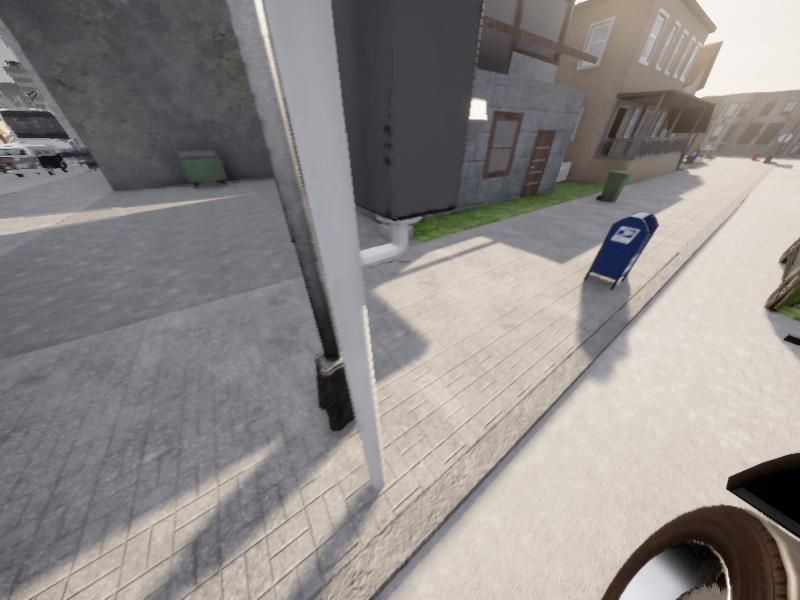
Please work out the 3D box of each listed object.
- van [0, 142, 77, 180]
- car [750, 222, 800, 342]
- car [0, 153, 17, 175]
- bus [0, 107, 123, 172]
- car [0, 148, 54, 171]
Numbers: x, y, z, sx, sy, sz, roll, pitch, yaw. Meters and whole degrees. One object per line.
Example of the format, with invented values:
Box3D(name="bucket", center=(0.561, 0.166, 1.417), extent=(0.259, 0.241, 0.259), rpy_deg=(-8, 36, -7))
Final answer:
Box3D(name="van", center=(-26.965, -10.366, 17.046), extent=(2.069, 2.038, 4.480), rpy_deg=(-22, 41, -28))
Box3D(name="car", center=(7.490, -0.542, 3.287), extent=(4.514, 1.525, 2.007), rpy_deg=(-22, 41, -28))
Box3D(name="car", center=(-31.742, -9.987, 17.130), extent=(1.994, 1.385, 4.181), rpy_deg=(-23, 41, -29))
Box3D(name="bus", center=(-32.301, -15.512, 22.465), extent=(3.944, 4.253, 10.273), rpy_deg=(-22, 41, -28))
Box3D(name="car", center=(-35.684, -13.286, 21.691), extent=(1.882, 1.535, 5.008), rpy_deg=(-22, 41, -28))
